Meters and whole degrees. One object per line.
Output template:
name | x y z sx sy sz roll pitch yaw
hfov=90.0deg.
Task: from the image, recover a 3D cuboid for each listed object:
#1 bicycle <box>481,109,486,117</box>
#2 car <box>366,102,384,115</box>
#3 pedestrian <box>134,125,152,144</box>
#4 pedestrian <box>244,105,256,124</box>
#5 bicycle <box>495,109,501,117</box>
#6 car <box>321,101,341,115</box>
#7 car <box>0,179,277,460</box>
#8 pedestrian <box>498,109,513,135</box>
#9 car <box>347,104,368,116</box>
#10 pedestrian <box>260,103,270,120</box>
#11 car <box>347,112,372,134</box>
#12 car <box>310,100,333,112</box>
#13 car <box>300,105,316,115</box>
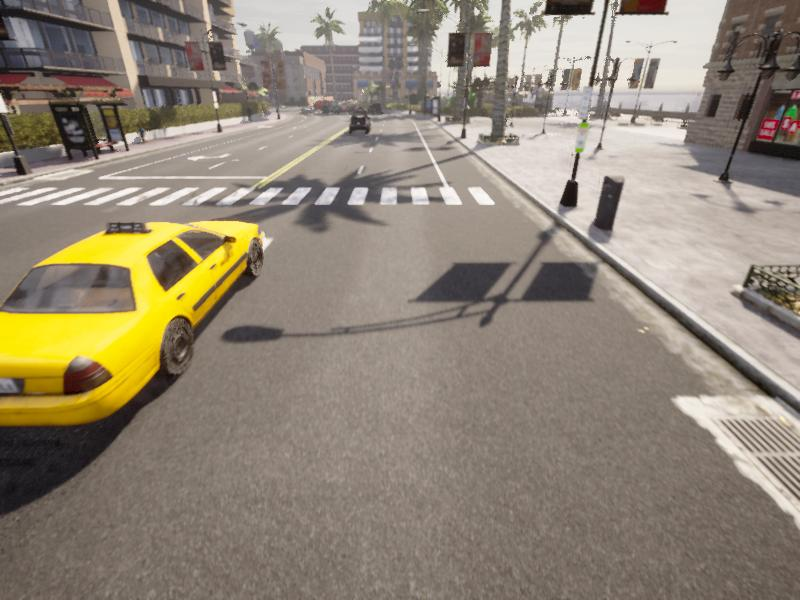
bicycle | 12.057 -26.971 57.680 0.373 1.024 1.643 0 27 -1
car | -4.291 -32.606 68.049 1.905 1.878 3.866 -9 29 -18
pedestrian | -16.822 -10.862 26.199 0.500 1.100 0.500 1 27 3
pedestrian | -16.592 -20.551 44.224 0.751 1.860 0.751 1 27 1
bicycle | 14.069 -26.983 57.702 0.373 1.024 1.643 0 27 -1
car | -11.812 -32.758 68.168 2.150 2.045 5.566 -9 29 -18
car | -3.514 -0.437 5.755 1.801 1.575 5.366 0 27 0
pedestrian | 8.290 -14.002 31.451 0.751 1.860 0.751 0 27 1
car | -7.073 -31.200 65.683 2.242 1.667 4.611 -9 29 -18
pedestrian | -17.189 -23.951 50.842 0.751 1.860 0.751 -1 27 -2
car | -3.542 -15.874 35.771 1.851 1.617 3.988 0 27 0
car | -16.163 -39.969 82.208 2.150 2.045 5.566 -19 33 -32
car | -15.808 -32.682 68.827 1.895 1.301 4.718 -9 29 -18
